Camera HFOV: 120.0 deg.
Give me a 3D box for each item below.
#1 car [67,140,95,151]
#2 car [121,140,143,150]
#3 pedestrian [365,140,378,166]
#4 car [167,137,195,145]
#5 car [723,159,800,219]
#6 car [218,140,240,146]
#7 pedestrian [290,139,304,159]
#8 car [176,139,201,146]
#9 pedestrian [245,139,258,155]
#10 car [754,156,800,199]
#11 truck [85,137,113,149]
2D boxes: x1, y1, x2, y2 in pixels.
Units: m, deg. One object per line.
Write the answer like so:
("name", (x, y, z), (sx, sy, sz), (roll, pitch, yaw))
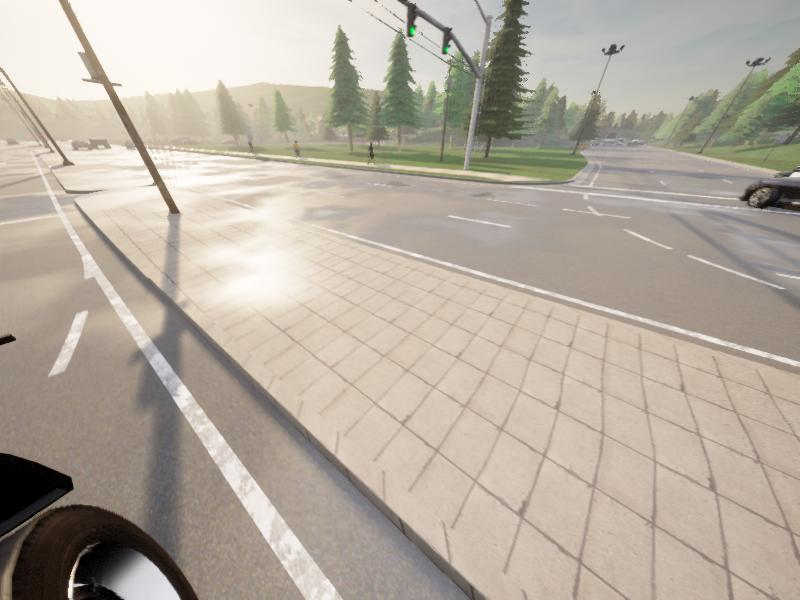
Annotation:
("car", (-60.215, -29.250, 43.585), (5.027, 1.651, 2.152), (23, 41, 29))
("car", (-55.656, -32.296, 47.966), (3.988, 1.617, 1.851), (23, 41, 29))
("pedestrian", (-2.546, -13.172, 20.696), (0.751, 1.860, 0.751), (25, 42, 31))
("car", (-67.309, -48.867, 71.049), (2.150, 2.045, 5.566), (24, 41, 30))
("car", (15.055, -3.471, 7.562), (2.033, 1.649, 4.856), (-1, 35, 0))
("car", (-53.315, -49.162, 72.102), (2.128, 1.511, 4.902), (24, 41, 30))
("pedestrian", (-11.826, -17.368, 26.584), (0.751, 1.860, 0.751), (25, 42, 30))
("car", (-61.920, -46.052, 67.559), (1.837, 1.490, 4.892), (24, 41, 30))
("pedestrian", (-20.613, -21.341, 32.158), (0.751, 1.860, 0.751), (25, 42, 30))
("car", (20.060, -5.577, 10.676), (2.038, 1.542, 4.974), (19, 39, 23))
("truck", (-65.639, -34.301, 50.301), (6.274, 2.098, 2.390), (23, 41, 29))
